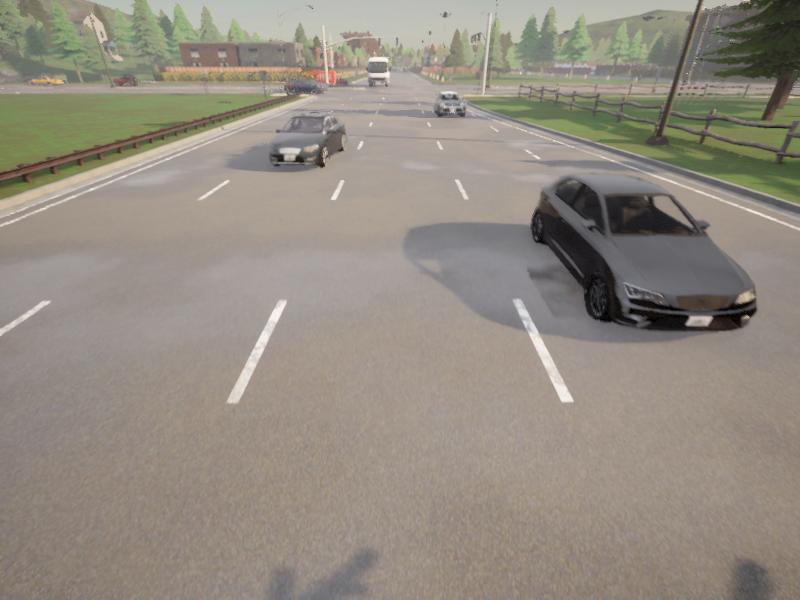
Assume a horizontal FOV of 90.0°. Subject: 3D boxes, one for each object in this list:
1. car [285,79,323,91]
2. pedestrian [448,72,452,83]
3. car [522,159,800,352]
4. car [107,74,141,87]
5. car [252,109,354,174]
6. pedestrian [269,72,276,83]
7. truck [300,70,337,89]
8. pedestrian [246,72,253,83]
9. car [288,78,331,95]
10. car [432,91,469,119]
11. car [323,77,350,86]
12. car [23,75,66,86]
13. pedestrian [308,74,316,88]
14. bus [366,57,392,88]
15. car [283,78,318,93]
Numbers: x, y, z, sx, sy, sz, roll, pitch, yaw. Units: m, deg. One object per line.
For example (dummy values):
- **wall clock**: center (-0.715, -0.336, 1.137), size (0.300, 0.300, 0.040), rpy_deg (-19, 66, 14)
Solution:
- **car**: center (-13.448, -30.365, 56.428), size (4.792, 1.488, 2.163), rpy_deg (0, 30, 1)
- **pedestrian**: center (9.654, -42.856, 77.059), size (0.751, 1.860, 0.751), rpy_deg (2, 30, 4)
- **car**: center (3.504, -1.054, 6.341), size (1.816, 1.474, 4.193), rpy_deg (0, 30, 0)
- **car**: center (-45.902, -36.561, 66.603), size (3.866, 1.878, 1.905), rpy_deg (0, 30, 0)
- **car**: center (-3.266, -5.982, 14.727), size (2.128, 1.511, 4.902), rpy_deg (3, 30, 5)
- **pedestrian**: center (-24.544, -42.762, 76.888), size (0.751, 1.860, 0.751), rpy_deg (0, 30, 0)
- **truck**: center (-12.807, -34.812, 63.086), size (5.204, 2.467, 2.627), rpy_deg (1, 30, 0)
- **pedestrian**: center (-28.916, -42.887, 77.100), size (0.751, 1.860, 0.751), rpy_deg (0, 30, -1)
- **car**: center (-11.017, -26.154, 48.922), size (4.553, 1.767, 2.097), rpy_deg (12, 33, 20)
- **car**: center (3.405, -13.509, 27.627), size (1.970, 1.475, 3.806), rpy_deg (0, 30, -1)
- **car**: center (-11.206, -38.487, 70.423), size (4.181, 1.385, 1.994), rpy_deg (-21, 36, -31)
- **car**: center (-61.958, -38.229, 69.756), size (5.366, 1.575, 1.801), rpy_deg (0, 30, 1)
- **pedestrian**: center (-13.056, -32.668, 59.639), size (0.751, 1.860, 0.751), rpy_deg (3, 30, 5)
- **bus**: center (-3.388, -38.692, 67.918), size (3.944, 4.253, 10.273), rpy_deg (0, 31, 0)
- **car**: center (-13.247, -28.649, 53.371), size (3.988, 1.617, 1.851), rpy_deg (0, 30, 1)
